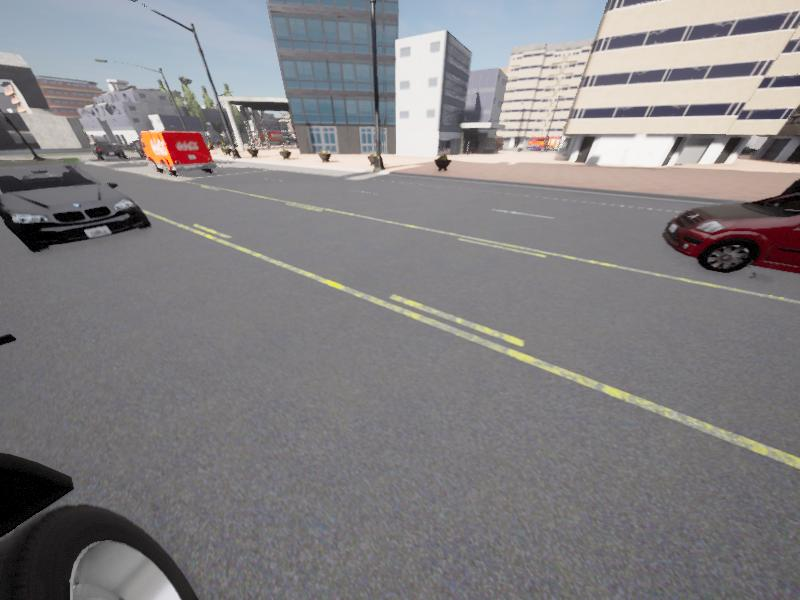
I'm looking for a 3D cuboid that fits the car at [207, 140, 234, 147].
[{"bbox_3d":[-45.837,-40.109,59.057,4.892,1.490,1.837,-29,44,-34],"label":"car"}]

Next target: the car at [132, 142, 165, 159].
[{"bbox_3d":[-31.229,-18.591,28.647,3.705,1.549,1.789,26,43,31],"label":"car"}]

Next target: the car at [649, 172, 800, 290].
[{"bbox_3d":[8.003,-1.240,4.329,3.988,1.617,1.851,20,40,25],"label":"car"}]

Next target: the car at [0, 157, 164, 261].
[{"bbox_3d":[-9.296,-2.781,6.322,4.611,1.667,2.242,20,40,25],"label":"car"}]

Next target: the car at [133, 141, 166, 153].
[{"bbox_3d":[-41.321,-25.414,38.220,1.789,1.549,3.705,-7,36,-10],"label":"car"}]

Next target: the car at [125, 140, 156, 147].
[{"bbox_3d":[-61.639,-37.244,54.925,4.674,1.442,1.812,-2,35,-3],"label":"car"}]

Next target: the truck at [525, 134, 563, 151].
[{"bbox_3d":[41.492,-45.535,66.848,8.468,3.827,2.891,19,39,24],"label":"truck"}]

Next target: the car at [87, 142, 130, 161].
[{"bbox_3d":[-33.040,-16.872,26.138,5.027,1.651,2.152,26,42,31],"label":"car"}]

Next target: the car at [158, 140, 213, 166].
[{"bbox_3d":[-20.531,-14.115,22.111,4.605,1.855,1.932,21,40,26],"label":"car"}]

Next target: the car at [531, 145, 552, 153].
[{"bbox_3d":[36.665,-39.198,59.878,4.193,1.474,1.816,19,39,24],"label":"car"}]

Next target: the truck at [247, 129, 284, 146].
[{"bbox_3d":[-38.520,-46.907,66.724,2.891,3.827,8.468,19,39,25],"label":"truck"}]

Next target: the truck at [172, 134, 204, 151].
[{"bbox_3d":[-39.637,-29.650,43.450,2.627,2.467,5.204,-14,38,-19],"label":"truck"}]

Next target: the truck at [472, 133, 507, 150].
[{"bbox_3d":[25.986,-46.295,67.479,8.468,3.827,2.891,20,40,24],"label":"truck"}]

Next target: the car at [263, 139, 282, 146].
[{"bbox_3d":[-35.976,-44.469,65.288,1.851,1.617,3.988,19,39,25],"label":"car"}]

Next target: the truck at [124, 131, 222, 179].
[{"bbox_3d":[-15.645,-10.172,16.049,5.204,2.467,2.627,20,40,25],"label":"truck"}]
